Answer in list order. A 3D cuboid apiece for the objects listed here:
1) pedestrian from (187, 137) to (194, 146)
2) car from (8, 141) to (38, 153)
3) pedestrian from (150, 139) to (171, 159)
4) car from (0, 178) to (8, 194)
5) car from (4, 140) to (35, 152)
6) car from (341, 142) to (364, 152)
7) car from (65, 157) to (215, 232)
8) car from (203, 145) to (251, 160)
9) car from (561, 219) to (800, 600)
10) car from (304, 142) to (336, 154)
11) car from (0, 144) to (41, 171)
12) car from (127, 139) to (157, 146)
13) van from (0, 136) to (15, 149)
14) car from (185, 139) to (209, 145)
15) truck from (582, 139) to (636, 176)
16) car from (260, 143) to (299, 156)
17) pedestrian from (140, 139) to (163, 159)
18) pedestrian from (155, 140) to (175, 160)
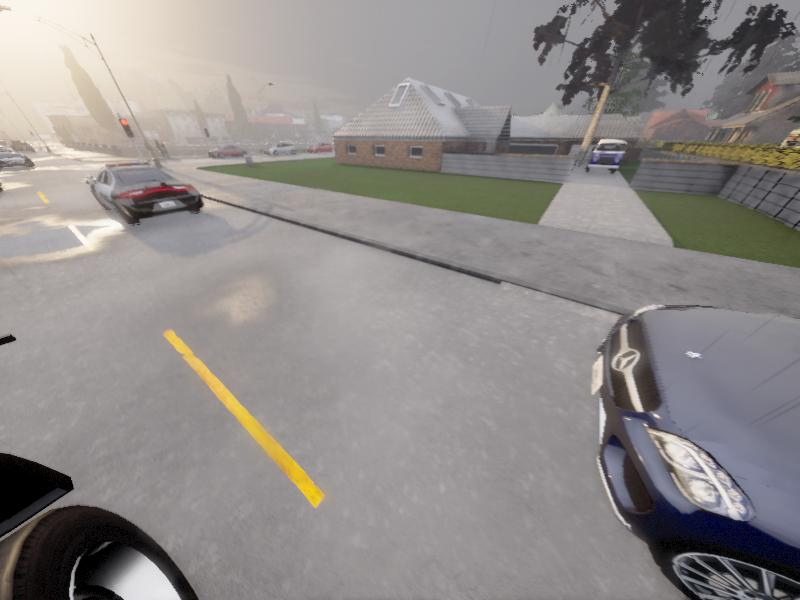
[{"bbox_3d":[-58.270,-44.127,64.275,0.751,1.860,0.751,27,43,32],"label":"pedestrian"},{"bbox_3d":[-58.890,-23.867,36.034,4.193,1.474,1.816,22,40,28],"label":"car"},{"bbox_3d":[-27.013,-17.078,26.080,0.751,1.860,0.751,19,39,25],"label":"pedestrian"},{"bbox_3d":[-21.061,-5.962,10.753,4.611,1.667,2.242,22,40,28],"label":"car"},{"bbox_3d":[-64.320,-26.072,39.070,4.974,1.542,2.038,22,40,27],"label":"car"},{"bbox_3d":[-8.923,-29.138,43.961,1.816,1.474,4.193,22,40,28],"label":"car"},{"bbox_3d":[-9.039,-3.874,8.016,4.974,1.542,2.038,22,41,27],"label":"car"},{"bbox_3d":[-21.594,-18.591,28.957,1.994,1.385,4.181,21,40,27],"label":"car"},{"bbox_3d":[3.841,1.263,0.750,5.027,1.651,2.152,22,41,27],"label":"car"},{"bbox_3d":[-13.316,-25.515,38.731,2.007,1.525,4.514,22,40,28],"label":"car"},{"bbox_3d":[-32.993,-11.705,18.846,4.856,1.649,2.033,10,37,13],"label":"car"},{"bbox_3d":[-71.455,-43.829,64.160,2.152,1.651,5.027,22,40,28],"label":"car"},{"bbox_3d":[-85.187,-33.066,48.373,4.480,2.038,2.069,2,37,1],"label":"van"},{"bbox_3d":[-64.062,-49.976,72.942,1.930,1.638,5.238,22,40,27],"label":"car"},{"bbox_3d":[15.171,-10.593,16.997,2.069,2.038,4.478,22,40,28],"label":"truck"},{"bbox_3d":[-17.473,-22.066,33.793,2.007,1.525,4.514,22,41,28],"label":"car"},{"bbox_3d":[-27.278,-16.571,25.356,0.751,1.860,0.751,2,35,2],"label":"pedestrian"},{"bbox_3d":[-26.237,-16.724,25.794,0.751,1.860,0.751,22,41,28],"label":"pedestrian"}]
